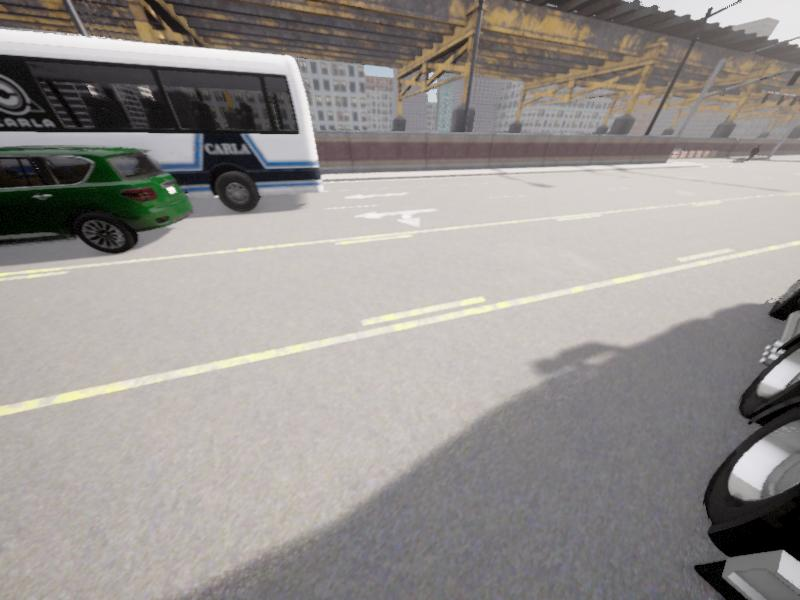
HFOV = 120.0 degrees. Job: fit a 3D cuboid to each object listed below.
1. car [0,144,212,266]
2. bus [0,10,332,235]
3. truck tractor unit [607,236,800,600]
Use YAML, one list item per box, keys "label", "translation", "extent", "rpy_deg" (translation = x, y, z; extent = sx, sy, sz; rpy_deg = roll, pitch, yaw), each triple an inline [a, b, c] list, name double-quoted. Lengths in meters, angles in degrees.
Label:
- label: "car"
  translation: [-8.264, -2.213, 5.164]
  extent: [5.566, 2.045, 2.150]
  rpy_deg: [-10, 37, -15]
- label: "bus"
  translation: [-8.001, -5.214, 7.491]
  extent: [10.273, 4.253, 3.944]
  rpy_deg: [-10, 37, -15]
- label: "truck tractor unit"
  translation: [5.067, -0.342, 0.836]
  extent: [6.516, 4.208, 3.053]
  rpy_deg: [-20, 41, -26]
